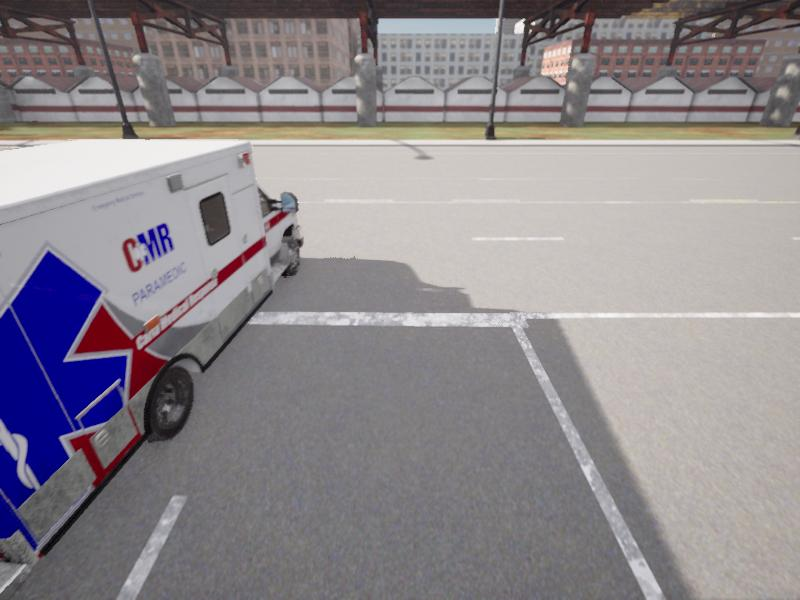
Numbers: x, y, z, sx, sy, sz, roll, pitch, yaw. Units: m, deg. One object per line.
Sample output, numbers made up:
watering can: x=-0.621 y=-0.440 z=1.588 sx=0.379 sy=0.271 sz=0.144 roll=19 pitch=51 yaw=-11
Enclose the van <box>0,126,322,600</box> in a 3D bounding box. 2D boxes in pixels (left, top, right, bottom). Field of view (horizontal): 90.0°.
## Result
van: x=-3.068 y=-0.466 z=4.712 sx=2.351 sy=2.431 sz=6.366 roll=3 pitch=28 yaw=5
